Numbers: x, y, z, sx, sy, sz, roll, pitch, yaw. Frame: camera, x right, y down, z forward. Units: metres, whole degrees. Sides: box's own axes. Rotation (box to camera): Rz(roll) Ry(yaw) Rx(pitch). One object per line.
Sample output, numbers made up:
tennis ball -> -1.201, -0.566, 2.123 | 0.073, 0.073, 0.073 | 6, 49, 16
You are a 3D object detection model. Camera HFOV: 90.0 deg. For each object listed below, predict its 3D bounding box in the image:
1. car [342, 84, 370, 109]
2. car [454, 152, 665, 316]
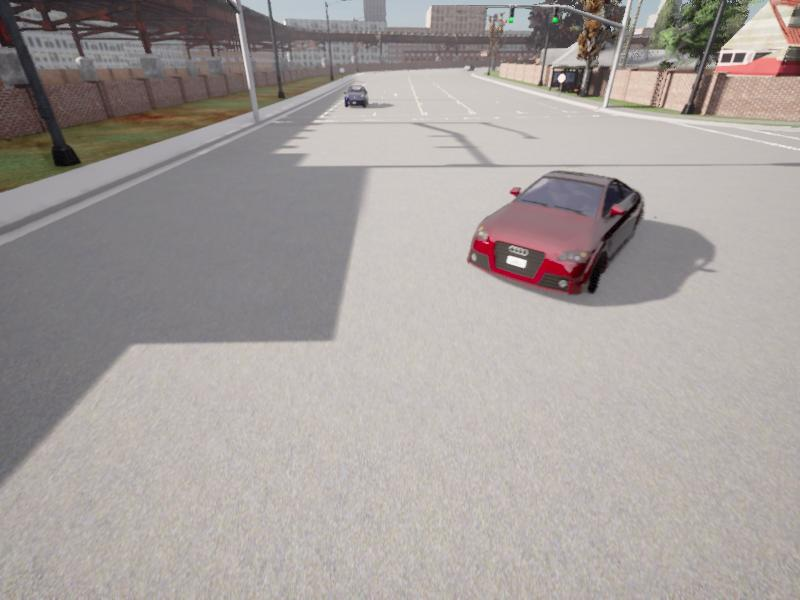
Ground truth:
car -> -3.530, -16.531, 32.420 | 1.845, 1.501, 3.633 | 0, 31, 0
car -> 2.999, -1.505, 7.189 | 1.994, 1.385, 4.181 | 22, 37, 33
